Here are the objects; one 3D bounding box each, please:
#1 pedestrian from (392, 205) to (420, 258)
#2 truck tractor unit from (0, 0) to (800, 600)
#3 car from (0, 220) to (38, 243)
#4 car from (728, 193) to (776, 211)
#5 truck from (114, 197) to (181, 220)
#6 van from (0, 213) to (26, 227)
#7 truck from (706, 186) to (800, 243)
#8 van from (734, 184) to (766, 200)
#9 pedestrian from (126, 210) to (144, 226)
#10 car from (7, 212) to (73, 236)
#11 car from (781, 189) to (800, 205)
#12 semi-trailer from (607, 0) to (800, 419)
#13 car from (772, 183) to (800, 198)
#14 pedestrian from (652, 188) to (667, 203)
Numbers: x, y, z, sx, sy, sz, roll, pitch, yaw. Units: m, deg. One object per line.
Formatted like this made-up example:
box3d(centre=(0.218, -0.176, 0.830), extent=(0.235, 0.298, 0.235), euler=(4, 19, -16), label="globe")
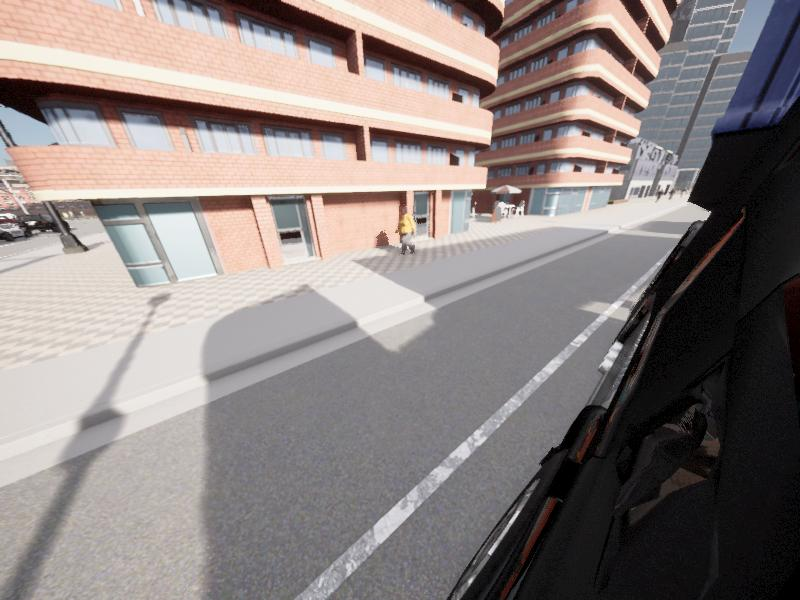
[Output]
box3d(centre=(0.260, -2.678, 9.010), extent=(0.751, 1.860, 0.751), euler=(-15, 27, -27), label="pedestrian")
box3d(centre=(2.645, -0.295, 0.351), extent=(6.516, 4.208, 3.053), euler=(-28, 44, -30), label="truck tractor unit")
box3d(centre=(-35.710, -6.065, 20.605), extent=(2.038, 1.542, 4.974), euler=(-20, 30, -34), label="car")
box3d(centre=(32.892, -9.238, 21.682), extent=(4.181, 1.385, 1.994), euler=(-19, 29, -32), label="car")
box3d(centre=(-53.036, -19.538, 49.129), extent=(8.468, 3.827, 2.891), euler=(-18, 28, -30), label="truck")
box3d(centre=(-72.237, -14.281, 41.449), extent=(4.480, 2.038, 2.069), euler=(-19, 29, -32), label="van")
box3d(centre=(18.207, -4.539, 11.707), extent=(6.274, 2.098, 2.390), euler=(-19, 29, -32), label="truck")
box3d(centre=(52.798, -16.403, 34.941), extent=(4.480, 2.038, 2.069), euler=(-19, 29, -33), label="van")
box3d(centre=(-32.986, -10.227, 28.753), extent=(0.751, 1.860, 0.751), euler=(-17, 28, -29), label="pedestrian")
box3d(centre=(-40.543, -8.727, 26.303), extent=(2.150, 2.045, 5.566), euler=(-21, 30, -35), label="car")
box3d(centre=(43.054, -10.972, 24.474), extent=(4.792, 1.488, 2.163), euler=(-19, 29, -32), label="car")
box3d(centre=(8.959, -2.545, 4.911), extent=(14.254, 4.402, 2.717), euler=(-15, 27, -34), label="semi-trailer")
box3d(centre=(57.785, -16.247, 34.335), extent=(3.866, 1.878, 1.905), euler=(-19, 29, -33), label="car")
box3d(centre=(36.108, -14.549, 32.107), extent=(0.751, 1.860, 0.751), euler=(-17, 28, -30), label="pedestrian")
